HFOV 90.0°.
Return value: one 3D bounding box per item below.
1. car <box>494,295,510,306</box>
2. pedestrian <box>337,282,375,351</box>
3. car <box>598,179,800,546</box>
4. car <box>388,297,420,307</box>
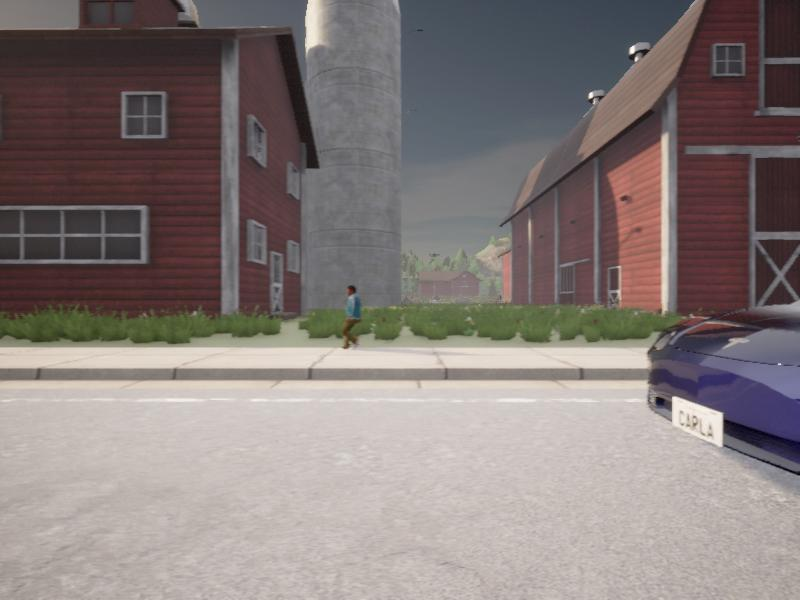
[{"bbox_3d":[17.607,0.085,69.184,1.905,1.878,3.866,0,0,1],"label":"car"},{"bbox_3d":[-0.726,0.265,6.691,0.500,1.100,0.500,0,0,12],"label":"pedestrian"},{"bbox_3d":[4.017,0.251,2.198,4.792,1.488,2.163,0,0,0],"label":"car"},{"bbox_3d":[0.651,0.278,61.615,4.792,1.488,2.163,0,0,0],"label":"car"}]
